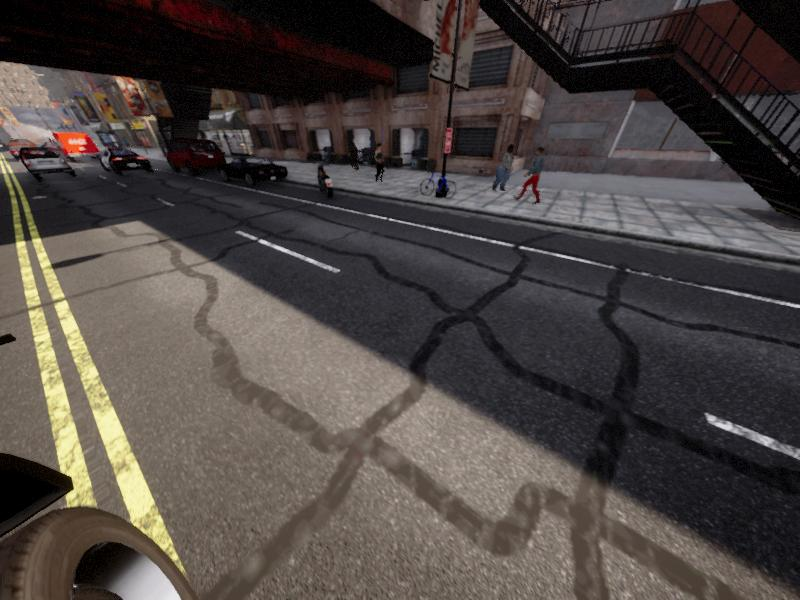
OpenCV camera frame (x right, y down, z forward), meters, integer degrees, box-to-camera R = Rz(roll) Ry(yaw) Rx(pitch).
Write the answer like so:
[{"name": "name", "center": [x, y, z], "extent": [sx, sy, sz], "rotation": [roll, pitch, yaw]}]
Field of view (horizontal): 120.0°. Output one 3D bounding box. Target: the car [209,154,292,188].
[{"name": "car", "center": [-8.778, -7.669, 13.549], "extent": [4.718, 1.301, 1.895], "rotation": [22, 41, 28]}]

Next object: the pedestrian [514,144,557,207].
[{"name": "pedestrian", "center": [4.823, -4.470, 8.313], "extent": [0.751, 1.860, 0.751], "rotation": [20, 40, 25]}]

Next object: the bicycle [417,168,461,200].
[{"name": "bicycle", "center": [1.555, -4.766, 9.459], "extent": [1.643, 1.024, 0.373], "rotation": [22, 31, 28]}]

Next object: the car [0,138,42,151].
[{"name": "car", "center": [-68.489, -28.036, 41.604], "extent": [4.553, 1.767, 2.097], "rotation": [7, 36, 9]}]

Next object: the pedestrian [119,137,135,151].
[{"name": "pedestrian", "center": [-44.340, -25.326, 37.526], "extent": [0.751, 1.860, 0.751], "rotation": [14, 38, 19]}]

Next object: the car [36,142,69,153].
[{"name": "car", "center": [-55.794, -24.564, 37.105], "extent": [4.181, 1.385, 1.994], "rotation": [20, 40, 25]}]

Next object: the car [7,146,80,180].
[{"name": "car", "center": [-23.715, -9.200, 15.378], "extent": [3.988, 1.617, 1.851], "rotation": [22, 41, 28]}]

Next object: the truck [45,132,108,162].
[{"name": "truck", "center": [-34.870, -16.542, 24.945], "extent": [5.204, 2.467, 2.627], "rotation": [22, 41, 28]}]

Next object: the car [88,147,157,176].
[{"name": "car", "center": [-20.462, -10.317, 17.031], "extent": [4.974, 1.542, 2.038], "rotation": [22, 41, 28]}]

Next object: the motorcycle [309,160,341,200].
[{"name": "motorcycle", "center": [-3.431, -5.465, 10.446], "extent": [0.764, 1.277, 2.356], "rotation": [-15, 38, -21]}]

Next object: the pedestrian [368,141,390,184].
[{"name": "pedestrian", "center": [-1.083, -7.196, 12.133], "extent": [0.751, 1.860, 0.751], "rotation": [25, 42, 31]}]

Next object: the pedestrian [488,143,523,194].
[{"name": "pedestrian", "center": [4.589, -5.753, 10.123], "extent": [0.751, 1.860, 0.751], "rotation": [28, 44, 34]}]

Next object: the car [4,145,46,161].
[{"name": "car", "center": [-41.904, -16.448, 25.794], "extent": [4.718, 1.301, 1.895], "rotation": [22, 41, 28]}]

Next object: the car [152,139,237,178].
[{"name": "car", "center": [-14.867, -10.407, 16.752], "extent": [5.566, 2.045, 2.435], "rotation": [22, 41, 28]}]

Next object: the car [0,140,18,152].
[{"name": "car", "center": [-67.702, -25.697, 38.523], "extent": [4.611, 1.667, 2.242], "rotation": [9, 36, 13]}]

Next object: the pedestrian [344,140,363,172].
[{"name": "pedestrian", "center": [-3.251, -10.130, 16.266], "extent": [0.751, 1.860, 0.751], "rotation": [21, 41, 27]}]
